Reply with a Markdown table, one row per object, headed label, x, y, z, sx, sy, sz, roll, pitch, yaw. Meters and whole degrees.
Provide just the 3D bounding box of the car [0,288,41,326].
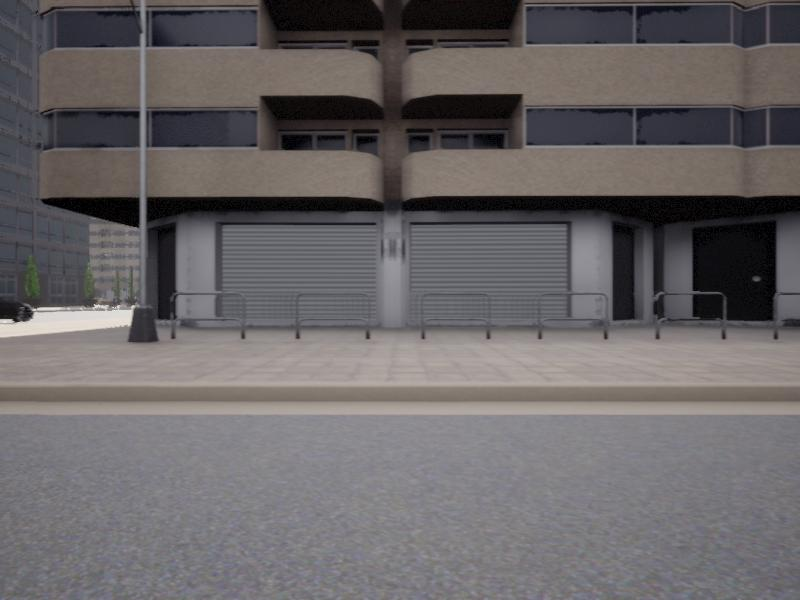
| label | x | y | z | sx | sy | sz | roll | pitch | yaw |
| --- | --- | --- | --- | --- | --- | --- | --- | --- | --- |
| car | -16.186 | 0.275 | 14.715 | 1.812 | 1.442 | 4.674 | 0 | 0 | 0 |
